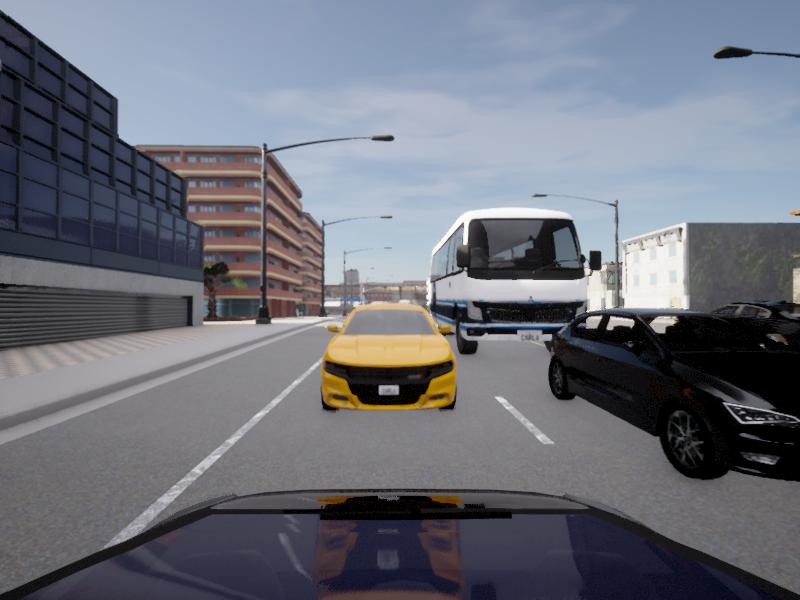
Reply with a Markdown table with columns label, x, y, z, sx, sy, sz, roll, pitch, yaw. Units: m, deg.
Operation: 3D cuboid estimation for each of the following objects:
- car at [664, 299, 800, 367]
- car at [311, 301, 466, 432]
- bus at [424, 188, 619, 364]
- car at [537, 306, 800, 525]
| label | x | y | z | sx | sy | sz | roll | pitch | yaw |
| --- | --- | --- | --- | --- | --- | --- | --- | --- | --- |
| car | 10.217 | 0.771 | 11.498 | 1.882 | 1.535 | 5.008 | 0 | 1 | -1 |
| car | -0.192 | 0.803 | 7.340 | 1.882 | 1.535 | 5.008 | 0 | 0 | -1 |
| bus | 3.261 | -0.605 | 14.851 | 3.944 | 4.253 | 10.273 | 0 | 0 | -1 |
| car | 3.366 | 0.847 | 4.943 | 1.816 | 1.474 | 4.193 | 0 | 0 | -1 |
